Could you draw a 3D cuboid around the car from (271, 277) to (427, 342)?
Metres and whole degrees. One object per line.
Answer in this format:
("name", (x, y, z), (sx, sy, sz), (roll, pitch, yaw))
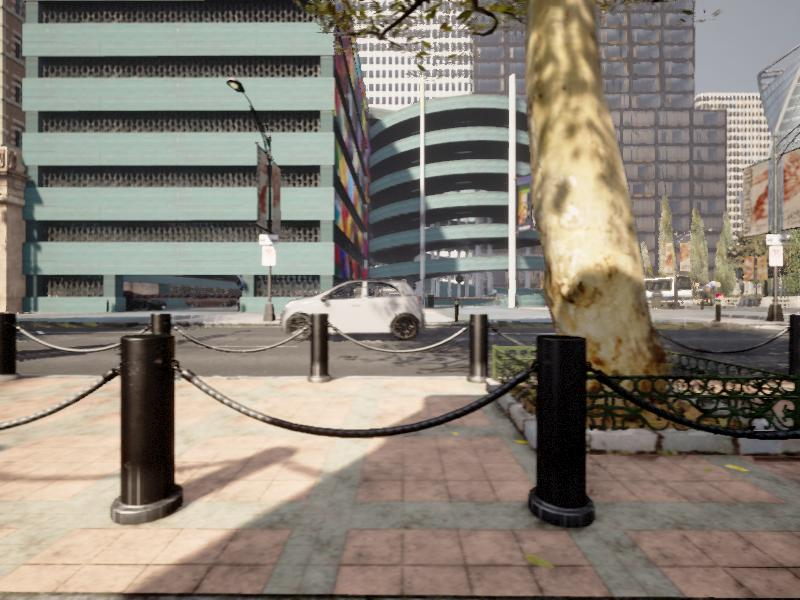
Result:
("car", (-1.188, 0.222, 10.228), (3.633, 1.501, 1.845), (0, 0, 0))

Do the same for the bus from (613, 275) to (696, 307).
("bus", (36.541, -1.105, 58.157), (3.944, 4.253, 10.273), (0, -1, -13))

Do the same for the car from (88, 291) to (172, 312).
("car", (-19.929, 0.131, 29.724), (4.786, 1.482, 2.161), (0, 0, 0))

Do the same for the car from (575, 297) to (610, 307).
("car", (32.655, 0.357, 67.947), (2.152, 1.651, 5.027), (0, 0, -31))

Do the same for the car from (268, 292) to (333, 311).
("car", (-8.303, 0.105, 33.742), (4.902, 1.511, 2.128), (0, 0, 0))

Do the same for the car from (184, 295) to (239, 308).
("car", (-19.413, 0.181, 41.321), (4.718, 1.301, 1.895), (0, 0, 0))
